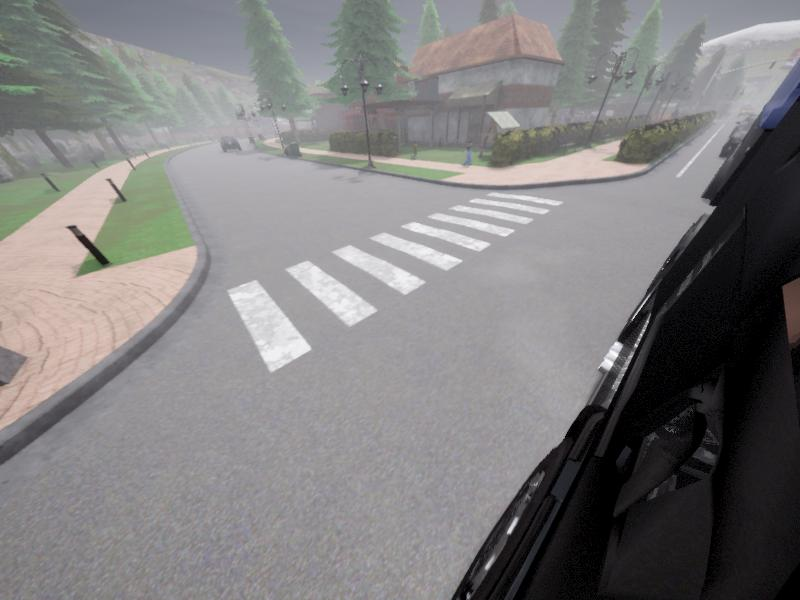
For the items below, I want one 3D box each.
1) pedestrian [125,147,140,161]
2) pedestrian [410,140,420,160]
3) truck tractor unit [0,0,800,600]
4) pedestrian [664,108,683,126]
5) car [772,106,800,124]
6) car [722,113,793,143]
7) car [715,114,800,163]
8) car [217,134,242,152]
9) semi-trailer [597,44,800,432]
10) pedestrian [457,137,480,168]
[{"bbox_3d":[-27.928,-15.220,24.091,0.500,1.100,0.500,-25,43,-26],"label":"pedestrian"},{"bbox_3d":[1.008,-10.131,15.609,0.500,1.100,0.500,-30,45,-31],"label":"pedestrian"},{"bbox_3d":[2.645,-0.295,0.352,6.516,4.208,3.053,-28,44,-30],"label":"truck tractor unit"},{"bbox_3d":[35.853,-23.950,30.264,0.751,1.860,0.751,-28,44,-29],"label":"pedestrian"},{"bbox_3d":[48.080,-22.539,28.086,4.611,1.667,2.242,-30,45,-30],"label":"car"},{"bbox_3d":[25.897,-12.612,16.883,4.902,1.511,2.128,-30,45,-30],"label":"car"},{"bbox_3d":[18.378,-8.349,11.786,4.856,1.649,2.033,-30,45,-30],"label":"car"},{"bbox_3d":[-23.270,-21.388,31.446,2.097,1.767,4.553,-23,42,-24],"label":"car"},{"bbox_3d":[8.704,-3.666,4.123,14.254,4.402,2.717,-29,45,-29],"label":"semi-trailer"},{"bbox_3d":[3.731,-8.058,12.615,0.751,1.300,0.751,27,47,33],"label":"pedestrian"}]
